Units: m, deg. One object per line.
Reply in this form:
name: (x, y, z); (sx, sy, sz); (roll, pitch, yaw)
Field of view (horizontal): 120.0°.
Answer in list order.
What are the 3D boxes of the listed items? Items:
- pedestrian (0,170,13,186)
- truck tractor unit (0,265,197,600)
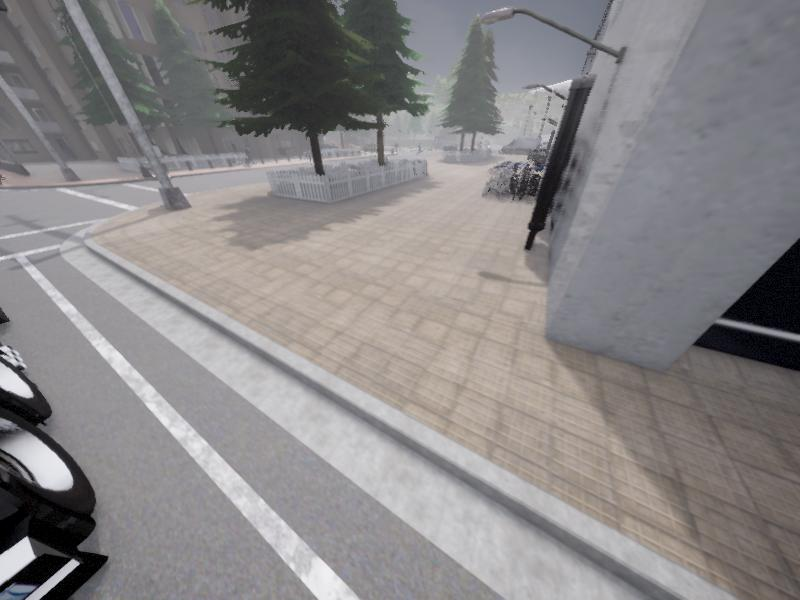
pedestrian: (-23.396, -7.254, 13.347); (0.500, 1.100, 0.500); (14, 37, 20)
truck tractor unit: (-5.113, -0.299, 0.779); (6.516, 4.208, 3.053); (18, 39, 24)
